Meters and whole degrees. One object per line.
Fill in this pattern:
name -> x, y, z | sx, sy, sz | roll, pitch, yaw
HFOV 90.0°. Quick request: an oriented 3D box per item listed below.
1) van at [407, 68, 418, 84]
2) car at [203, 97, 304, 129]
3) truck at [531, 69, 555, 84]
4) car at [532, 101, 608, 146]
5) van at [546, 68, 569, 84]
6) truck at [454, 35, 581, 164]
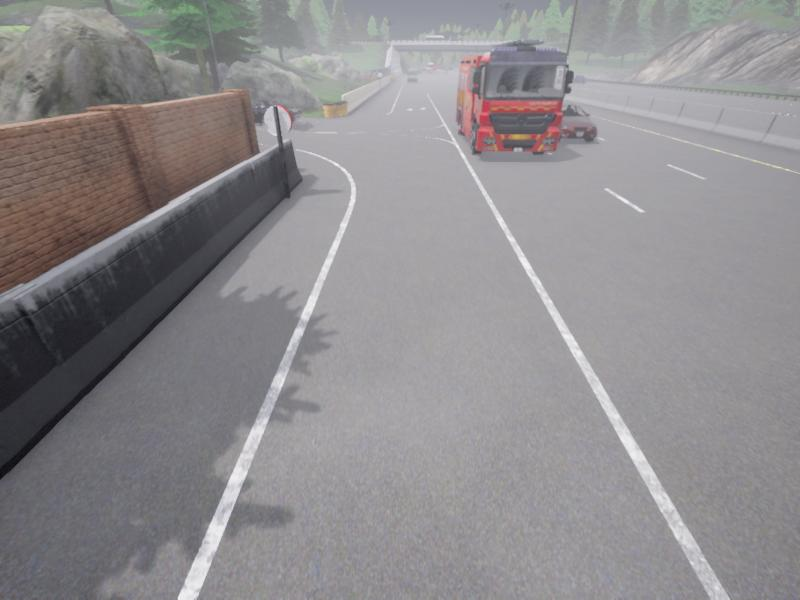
van -> 2.445, -44.258, 78.988 | 1.988, 2.561, 5.915 | 1, 30, 1
car -> -7.895, -10.258, 21.921 | 4.718, 1.301, 1.895 | 2, 31, 2
truck -> 26.854, -42.060, 75.223 | 2.627, 2.467, 5.204 | 1, 30, 1
car -> 7.809, -8.433, 18.889 | 1.816, 1.474, 4.193 | 1, 30, 1
van -> 30.419, -43.416, 77.413 | 1.988, 2.561, 5.915 | 1, 30, 1
truck -> 4.259, -8.667, 16.982 | 2.891, 3.827, 8.468 | 1, 30, 1
